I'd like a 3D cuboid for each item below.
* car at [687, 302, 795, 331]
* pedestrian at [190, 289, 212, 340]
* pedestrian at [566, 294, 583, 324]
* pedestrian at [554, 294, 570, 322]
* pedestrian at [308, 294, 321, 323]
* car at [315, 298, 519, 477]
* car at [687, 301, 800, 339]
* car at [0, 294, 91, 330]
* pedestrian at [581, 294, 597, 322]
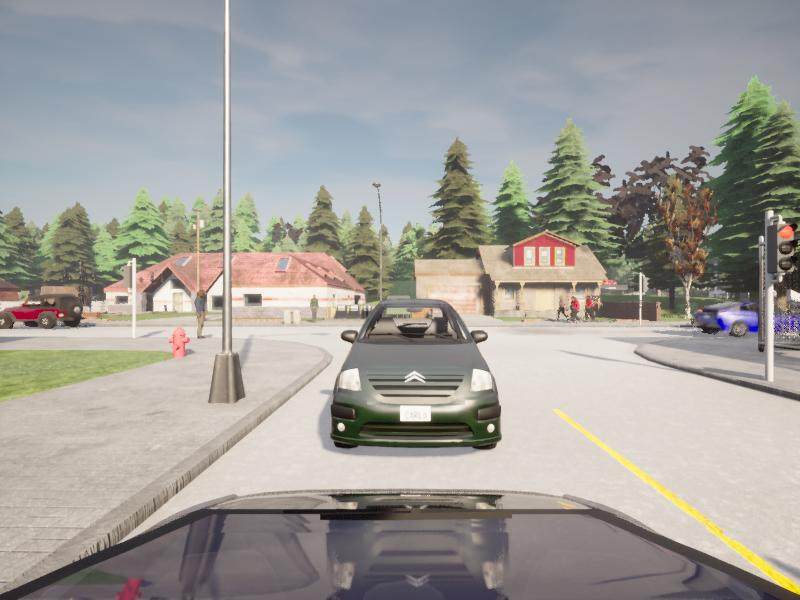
[{"bbox_3d":[18.033,0.854,21.315,4.193,1.474,1.816,0,0,1],"label":"car"},{"bbox_3d":[-7.594,0.534,15.250,0.751,1.860,0.751,0,0,-28],"label":"pedestrian"},{"bbox_3d":[10.852,0.533,24.862,0.751,1.860,0.751,0,0,2],"label":"pedestrian"},{"bbox_3d":[10.773,0.533,26.640,0.751,1.860,0.751,0,0,1],"label":"pedestrian"},{"bbox_3d":[-5.507,0.533,25.747,0.751,1.860,0.751,0,0,-13],"label":"pedestrian"},{"bbox_3d":[0.190,0.788,5.622,1.851,1.617,3.988,0,0,1],"label":"car"},{"bbox_3d":[15.463,0.828,17.372,4.514,1.525,2.007,0,0,1],"label":"car"},{"bbox_3d":[-19.789,0.641,22.132,3.866,1.878,1.905,-1,0,1],"label":"car"},{"bbox_3d":[12.647,0.533,26.734,0.751,1.860,0.751,0,0,3],"label":"pedestrian"}]
